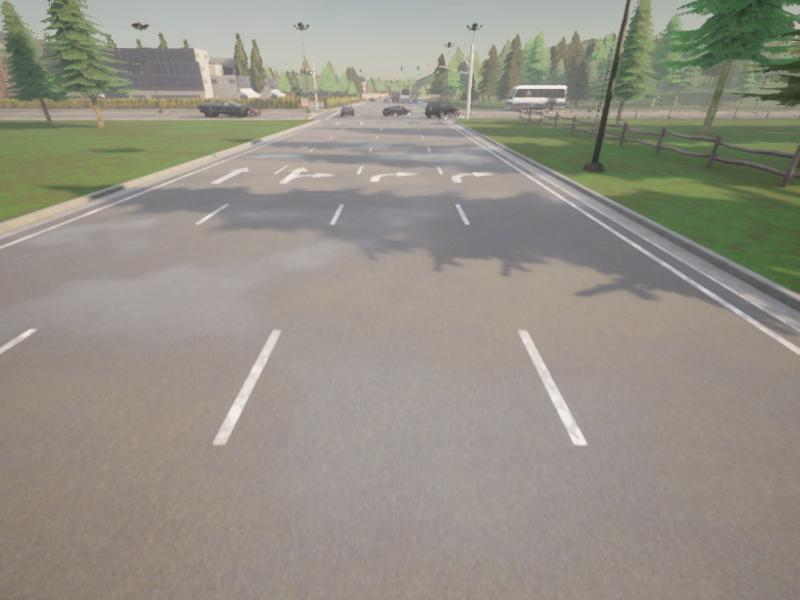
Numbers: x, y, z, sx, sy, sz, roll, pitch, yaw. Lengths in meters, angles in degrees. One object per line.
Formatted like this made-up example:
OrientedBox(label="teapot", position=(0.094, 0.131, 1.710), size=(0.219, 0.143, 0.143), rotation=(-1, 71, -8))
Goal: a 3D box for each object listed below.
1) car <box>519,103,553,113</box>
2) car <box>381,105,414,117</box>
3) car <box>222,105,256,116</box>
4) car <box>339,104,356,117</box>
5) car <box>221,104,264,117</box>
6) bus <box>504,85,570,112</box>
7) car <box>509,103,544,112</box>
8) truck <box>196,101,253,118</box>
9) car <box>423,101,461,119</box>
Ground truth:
OrientedBox(label="car", position=(22.969, -32.447, 67.652), size=(4.892, 1.490, 1.837), rotation=(0, 27, -1))
OrientedBox(label="car", position=(-0.323, -26.714, 56.553), size=(1.837, 1.490, 4.892), rotation=(20, 33, 36))
OrientedBox(label="car", position=(-24.161, -28.464, 60.050), size=(4.181, 1.385, 1.994), rotation=(0, 27, -1))
OrientedBox(label="car", position=(-7.624, -27.696, 58.424), size=(2.128, 1.511, 4.902), rotation=(-2, 27, -3))
OrientedBox(label="car", position=(-22.310, -26.977, 56.904), size=(5.027, 1.651, 2.152), rotation=(0, 27, -1))
OrientedBox(label="bus", position=(24.879, -36.844, 73.149), size=(10.273, 4.253, 3.944), rotation=(0, 27, -1))
OrientedBox(label="car", position=(22.294, -34.008, 70.777), size=(5.357, 1.411, 2.033), rotation=(0, 27, -1))
OrientedBox(label="truck", position=(-23.455, -25.573, 53.672), size=(6.274, 2.098, 2.390), rotation=(0, 27, -1))
OrientedBox(label="car", position=(5.666, -25.265, 53.155), size=(2.150, 2.045, 5.566), rotation=(20, 33, 36))
